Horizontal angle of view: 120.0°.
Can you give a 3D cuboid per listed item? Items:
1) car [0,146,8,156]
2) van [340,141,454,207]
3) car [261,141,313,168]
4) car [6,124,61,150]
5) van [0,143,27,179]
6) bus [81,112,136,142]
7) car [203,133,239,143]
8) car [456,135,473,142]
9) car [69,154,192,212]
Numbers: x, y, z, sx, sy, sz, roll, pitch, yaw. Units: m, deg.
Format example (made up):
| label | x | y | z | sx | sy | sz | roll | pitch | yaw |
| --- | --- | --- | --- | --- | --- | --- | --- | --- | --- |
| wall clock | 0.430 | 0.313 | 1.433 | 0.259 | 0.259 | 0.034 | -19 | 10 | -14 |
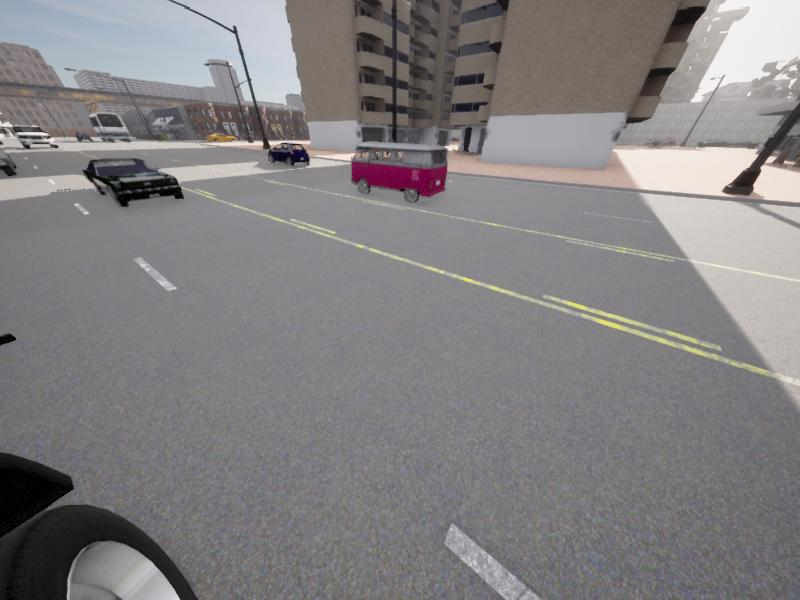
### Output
| label | x | y | z | sx | sy | sz | roll | pitch | yaw |
| --- | --- | --- | --- | --- | --- | --- | --- | --- | --- |
| car | -33.974 | -12.493 | 18.454 | 4.902 | 1.511 | 2.128 | 23 | 41 | 27 |
| van | -0.243 | -5.618 | 10.024 | 4.442 | 1.987 | 1.775 | 23 | 41 | 27 |
| car | -9.046 | -11.750 | 18.532 | 3.633 | 1.501 | 1.845 | 24 | 41 | 27 |
| car | -38.864 | -17.302 | 24.516 | 5.566 | 2.045 | 2.150 | 22 | 41 | 28 |
| van | -22.651 | -7.969 | 11.948 | 6.366 | 2.431 | 2.351 | 23 | 41 | 27 |
| bus | -55.653 | -32.820 | 44.085 | 10.273 | 4.253 | 3.944 | 24 | 42 | 30 |
| car | -34.677 | -31.496 | 44.902 | 1.882 | 1.535 | 5.008 | 23 | 41 | 29 |
| car | 20.688 | -51.983 | 74.415 | 4.553 | 1.767 | 2.097 | 24 | 41 | 29 |
| car | -10.539 | -4.739 | 9.032 | 4.718 | 1.301 | 1.895 | 23 | 41 | 27 |
